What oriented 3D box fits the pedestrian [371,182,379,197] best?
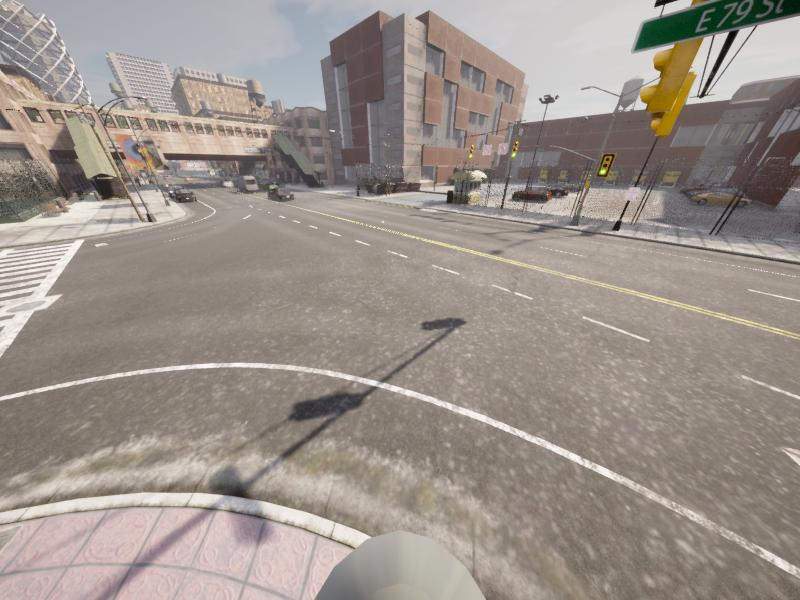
[{"bbox_3d":[-3.590,-15.849,33.244,0.751,1.860,0.751,-25,39,-37],"label":"pedestrian"}]

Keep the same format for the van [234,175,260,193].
[{"bbox_3d":[-27.727,-20.992,41.782,1.988,2.561,5.915,-26,39,-37],"label":"van"}]

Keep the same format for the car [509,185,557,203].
[{"bbox_3d":[17.025,-13.733,29.804,2.185,1.767,4.553,-27,39,-38],"label":"car"}]

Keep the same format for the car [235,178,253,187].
[{"bbox_3d":[-36.464,-27.519,54.023,2.033,1.649,4.856,-26,39,-37],"label":"car"}]

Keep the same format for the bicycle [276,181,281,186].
[{"bbox_3d":[-27.647,-26.484,52.524,1.643,1.024,0.373,27,29,38],"label":"bicycle"}]

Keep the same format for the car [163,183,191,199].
[{"bbox_3d":[-33.366,-16.355,34.546,2.185,1.767,4.553,-27,39,-38],"label":"car"}]

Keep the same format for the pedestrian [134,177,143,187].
[{"bbox_3d":[-56.407,-25.418,49.818,0.751,1.860,0.751,-26,39,-37],"label":"pedestrian"}]

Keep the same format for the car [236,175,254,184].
[{"bbox_3d":[-42.132,-32.797,62.773,2.435,2.045,5.566,-27,39,-38],"label":"car"}]

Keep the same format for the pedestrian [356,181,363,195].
[{"bbox_3d":[-6.288,-17.434,35.988,0.751,1.860,0.751,-23,37,-34],"label":"pedestrian"}]

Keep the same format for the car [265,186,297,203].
[{"bbox_3d":[-16.818,-14.928,32.522,2.152,1.651,5.027,-26,39,-37],"label":"car"}]

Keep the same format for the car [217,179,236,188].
[{"bbox_3d":[-39.415,-26.480,52.334,2.242,1.667,4.611,-26,39,-37],"label":"car"}]

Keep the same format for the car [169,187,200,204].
[{"bbox_3d":[-28.751,-14.010,30.735,2.097,1.535,5.008,-27,39,-38],"label":"car"}]

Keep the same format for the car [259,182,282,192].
[{"bbox_3d":[-24.358,-21.284,43.417,2.007,1.525,4.514,-26,39,-37],"label":"car"}]
